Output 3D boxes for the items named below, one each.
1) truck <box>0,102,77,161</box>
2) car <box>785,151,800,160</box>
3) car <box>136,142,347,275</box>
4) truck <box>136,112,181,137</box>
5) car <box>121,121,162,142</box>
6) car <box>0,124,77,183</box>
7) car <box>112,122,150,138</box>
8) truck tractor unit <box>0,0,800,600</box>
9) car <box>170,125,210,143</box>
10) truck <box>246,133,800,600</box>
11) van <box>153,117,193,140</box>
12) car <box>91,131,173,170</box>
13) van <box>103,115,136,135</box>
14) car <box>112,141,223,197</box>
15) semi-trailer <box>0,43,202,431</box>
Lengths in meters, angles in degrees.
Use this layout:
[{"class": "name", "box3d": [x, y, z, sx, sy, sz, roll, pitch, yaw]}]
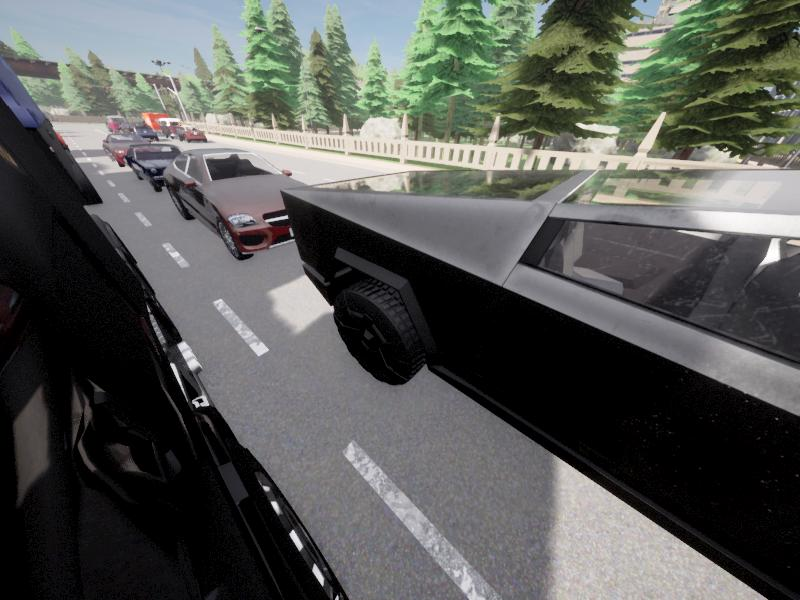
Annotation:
[{"class": "truck", "box3d": [-21.902, -9.856, 13.399, 5.204, 2.467, 2.627, 28, 44, 30]}, {"class": "car", "box3d": [73.760, -25.653, 41.345, 1.895, 1.301, 4.718, -4, 37, -9]}, {"class": "car", "box3d": [-3.838, -2.608, 5.534, 5.027, 1.651, 2.152, 28, 44, 30]}, {"class": "truck", "box3d": [-33.211, -24.102, 31.762, 5.204, 2.467, 2.627, 28, 44, 30]}, {"class": "car", "box3d": [-27.694, -18.067, 24.750, 3.988, 1.617, 1.851, 28, 44, 30]}, {"class": "car", "box3d": [-16.094, -6.412, 9.864, 5.238, 1.638, 1.930, 28, 44, 30]}, {"class": "car", "box3d": [-32.867, -20.739, 28.183, 5.357, 1.411, 2.033, 28, 44, 30]}, {"class": "truck tractor unit", "box3d": [-2.645, -0.295, 0.351, 6.516, 4.208, 3.053, 28, 44, 30]}, {"class": "car", "box3d": [-23.143, -18.323, 25.483, 3.806, 1.475, 1.970, 28, 44, 30]}, {"class": "truck", "box3d": [1.901, 0.258, 1.657, 6.274, 2.098, 2.390, 28, 44, 30]}, {"class": "van", "box3d": [-27.913, -21.098, 28.429, 4.480, 2.038, 2.069, 28, 44, 30]}, {"class": "car", "box3d": [-14.743, -8.314, 12.705, 4.181, 1.385, 1.994, 27, 43, 29]}, {"class": "van", "box3d": [-38.291, -23.873, 31.545, 4.442, 1.987, 1.775, 28, 44, 30]}, {"class": "car", "box3d": [-9.292, -5.383, 9.182, 4.718, 1.301, 1.895, 28, 44, 30]}, {"class": "semi-trailer", "box3d": [-8.697, -3.605, 4.230, 14.254, 4.402, 2.717, 28, 44, 30]}]
